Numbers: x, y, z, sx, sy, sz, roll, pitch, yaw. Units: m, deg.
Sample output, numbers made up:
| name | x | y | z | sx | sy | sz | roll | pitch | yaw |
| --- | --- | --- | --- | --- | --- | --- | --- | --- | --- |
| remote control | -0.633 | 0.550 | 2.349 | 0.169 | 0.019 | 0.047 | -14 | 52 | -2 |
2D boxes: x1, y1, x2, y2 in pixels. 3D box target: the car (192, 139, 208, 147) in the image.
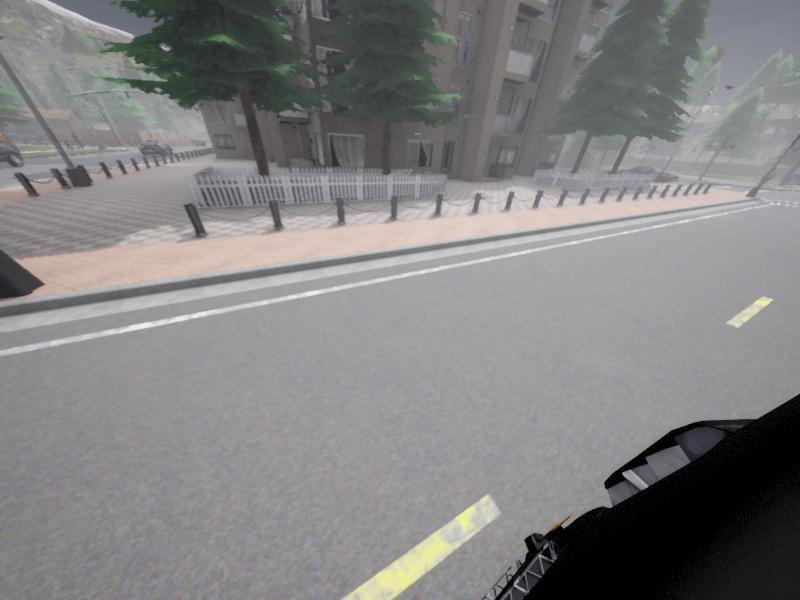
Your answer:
| name | x | y | z | sx | sy | sz | roll | pitch | yaw |
| --- | --- | --- | --- | --- | --- | --- | --- | --- | --- |
| car | -48.921 | -38.445 | 56.538 | 1.789 | 1.549 | 3.705 | -12 | 37 | -21 |

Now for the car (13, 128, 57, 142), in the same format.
| name | x | y | z | sx | sy | sz | roll | pitch | yaw |
| --- | --- | --- | --- | --- | --- | --- | --- | --- | --- |
| car | -64.230 | -29.101 | 40.808 | 1.932 | 1.855 | 4.605 | -13 | 37 | -22 |

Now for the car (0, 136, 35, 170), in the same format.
| name | x | y | z | sx | sy | sz | roll | pitch | yaw |
| --- | --- | --- | --- | --- | --- | --- | --- | --- | --- |
| car | -24.943 | -8.355 | 13.120 | 2.152 | 1.651 | 5.027 | -12 | 37 | -21 |

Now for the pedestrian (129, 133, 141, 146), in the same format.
| name | x | y | z | sx | sy | sz | roll | pitch | yaw |
| --- | --- | --- | --- | --- | --- | --- | --- | --- | --- |
| pedestrian | -48.943 | -29.628 | 42.698 | 0.751 | 1.860 | 0.751 | -24 | 42 | -34 |

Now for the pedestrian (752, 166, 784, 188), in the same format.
| name | x | y | z | sx | sy | sz | roll | pitch | yaw |
| --- | --- | --- | --- | --- | --- | --- | --- | --- | --- |
| pedestrian | 37.380 | -12.478 | 23.491 | 0.751 | 1.860 | 0.751 | -12 | 36 | -21 |

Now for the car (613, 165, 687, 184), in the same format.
| name | x | y | z | sx | sy | sz | roll | pitch | yaw |
| --- | --- | --- | --- | --- | --- | --- | --- | --- | --- |
| car | 28.280 | -14.427 | 26.446 | 2.033 | 1.411 | 5.357 | -13 | 37 | -22 |

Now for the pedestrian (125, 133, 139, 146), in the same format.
| name | x | y | z | sx | sy | sz | roll | pitch | yaw |
| --- | --- | --- | --- | --- | --- | --- | --- | --- | --- |
| pedestrian | -49.600 | -29.682 | 42.732 | 0.751 | 1.860 | 0.751 | 13 | 35 | 15 |

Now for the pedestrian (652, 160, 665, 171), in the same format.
| name | x | y | z | sx | sy | sz | roll | pitch | yaw |
| --- | --- | --- | --- | --- | --- | --- | --- | --- | --- |
| pedestrian | 52.137 | -27.117 | 46.582 | 0.751 | 1.860 | 0.751 | 17 | 36 | 20 |

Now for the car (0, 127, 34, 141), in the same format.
| name | x | y | z | sx | sy | sz | roll | pitch | yaw |
| --- | --- | --- | --- | --- | --- | --- | --- | --- | --- |
| car | -66.324 | -28.372 | 39.560 | 1.905 | 1.878 | 3.866 | -13 | 37 | -22 |

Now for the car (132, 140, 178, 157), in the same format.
| name | x | y | z | sx | sy | sz | roll | pitch | yaw |
| --- | --- | --- | --- | --- | --- | --- | --- | --- | --- |
| car | -29.059 | -18.175 | 27.635 | 2.038 | 1.542 | 4.974 | -12 | 36 | -21 |
